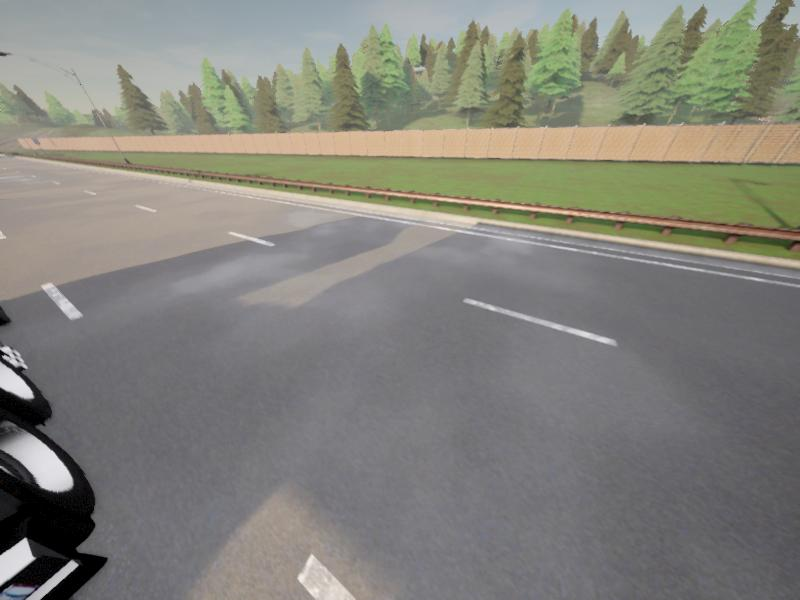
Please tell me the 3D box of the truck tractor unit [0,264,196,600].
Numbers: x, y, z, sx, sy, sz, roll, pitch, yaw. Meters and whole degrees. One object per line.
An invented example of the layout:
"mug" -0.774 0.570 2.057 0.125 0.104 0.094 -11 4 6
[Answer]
"truck tractor unit" -5.113 -0.296 0.789 6.516 4.208 3.053 18 39 24
